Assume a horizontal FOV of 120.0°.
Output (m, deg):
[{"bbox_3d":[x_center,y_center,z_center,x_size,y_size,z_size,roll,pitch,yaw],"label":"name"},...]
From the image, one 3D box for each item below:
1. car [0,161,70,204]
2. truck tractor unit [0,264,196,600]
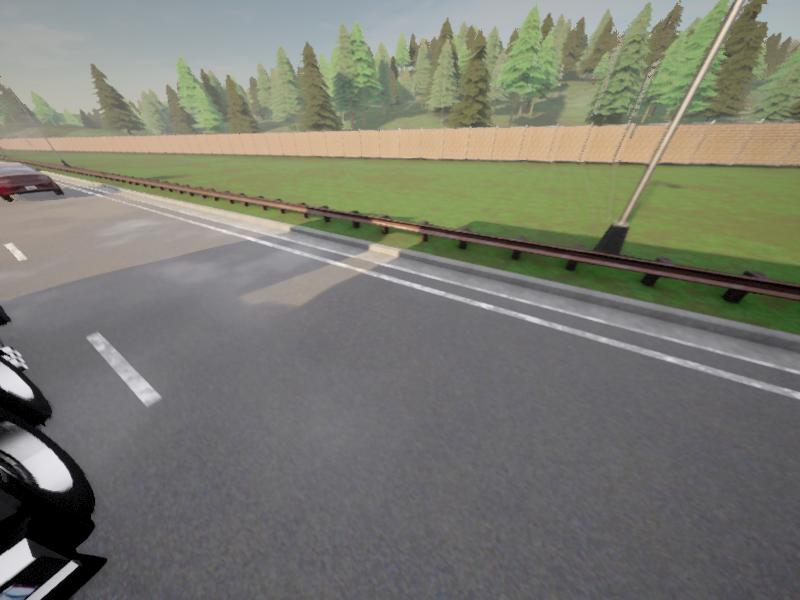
[{"bbox_3d":[-19.273,-6.053,11.667,4.674,1.442,1.812,18,39,24],"label":"car"},{"bbox_3d":[-5.112,-0.297,0.794,6.516,4.208,3.053,18,39,24],"label":"truck tractor unit"}]
